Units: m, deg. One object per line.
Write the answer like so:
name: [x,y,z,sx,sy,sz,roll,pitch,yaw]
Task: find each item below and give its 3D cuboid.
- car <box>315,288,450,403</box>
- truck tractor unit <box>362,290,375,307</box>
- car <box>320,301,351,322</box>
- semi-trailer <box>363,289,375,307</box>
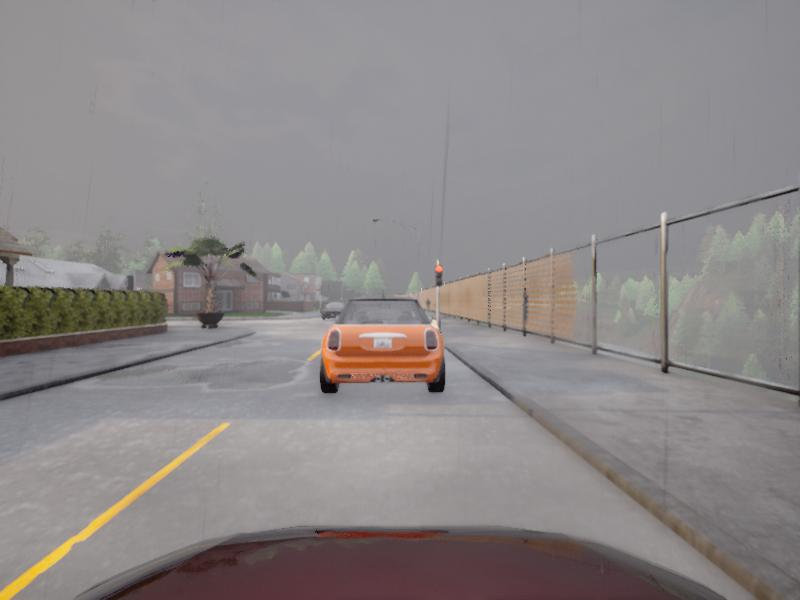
car: [-0.337,0.704,8.484,2.097,1.767,4.553,0,0,-2]
truck tractor unit: [-7.924,-0.412,100.248,3.053,4.208,6.516,0,0,-4]
car: [-5.179,0.860,32.666,1.882,1.535,5.008,0,0,-2]
semi-trailer: [-8.361,-0.495,108.146,2.717,4.402,14.254,0,0,-3]
